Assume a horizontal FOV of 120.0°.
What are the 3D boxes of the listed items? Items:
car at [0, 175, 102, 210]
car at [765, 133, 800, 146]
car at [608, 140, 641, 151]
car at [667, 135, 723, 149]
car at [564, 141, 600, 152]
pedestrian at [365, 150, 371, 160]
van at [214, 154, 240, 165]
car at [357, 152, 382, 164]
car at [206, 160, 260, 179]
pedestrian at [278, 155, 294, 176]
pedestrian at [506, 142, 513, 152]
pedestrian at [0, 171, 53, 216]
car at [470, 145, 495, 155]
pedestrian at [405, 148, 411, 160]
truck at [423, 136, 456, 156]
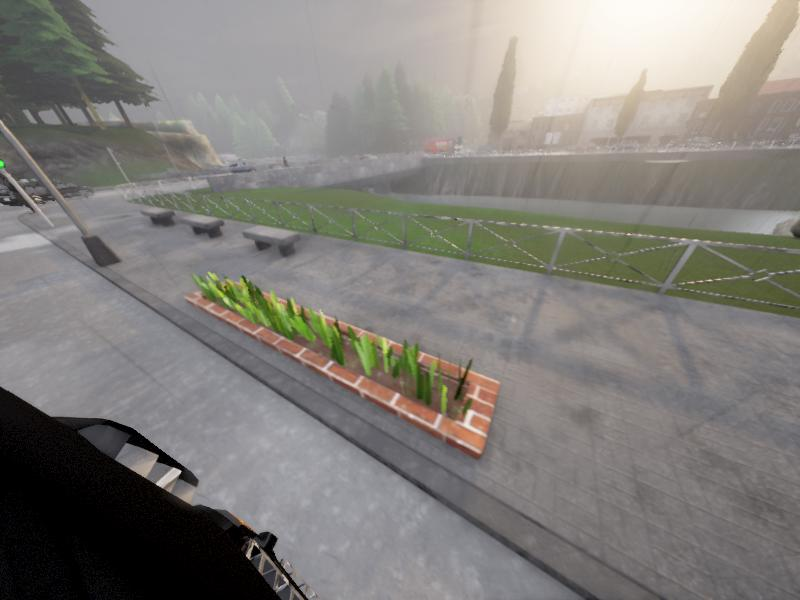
[{"bbox_3d":[-23.902,-7.404,15.676,1.816,1.474,4.193,-3,33,2],"label":"car"},{"bbox_3d":[57.491,-23.494,33.680,3.806,1.475,1.970,16,38,26],"label":"car"},{"bbox_3d":[40.859,-28.210,42.096,3.806,1.475,1.970,16,38,26],"label":"car"},{"bbox_3d":[48.512,-26.110,38.180,5.238,1.638,1.930,16,38,26],"label":"car"},{"bbox_3d":[35.207,-29.870,44.913,5.027,1.651,2.152,16,38,26],"label":"car"},{"bbox_3d":[-7.063,-32.138,51.169,0.751,1.860,0.751,17,39,28],"label":"pedestrian"},{"bbox_3d":[-55.636,-45.242,74.317,1.988,2.561,5.915,16,38,26],"label":"van"},{"bbox_3d":[-5.605,-26.537,43.122,2.038,1.542,4.974,16,38,26],"label":"car"},{"bbox_3d":[-20.513,-16.240,28.590,2.242,1.667,4.611,16,38,26],"label":"car"},{"bbox_3d":[-12.167,-14.331,24.652,0.751,1.860,0.751,10,36,18],"label":"pedestrian"},{"bbox_3d":[25.519,-35.572,53.833,0.751,1.860,0.751,-26,40,-30],"label":"pedestrian"},{"bbox_3d":[-18.611,-5.165,11.279,0.751,1.860,0.751,-2,33,2],"label":"pedestrian"},{"bbox_3d":[18.902,-34.499,53.162,4.856,1.649,2.033,15,38,26],"label":"car"},{"bbox_3d":[1.591,-28.212,44.566,0.751,1.860,0.751,14,37,24],"label":"pedestrian"},{"bbox_3d":[9.695,-38.344,57.692,2.891,3.827,8.468,-23,38,-28],"label":"truck"}]
